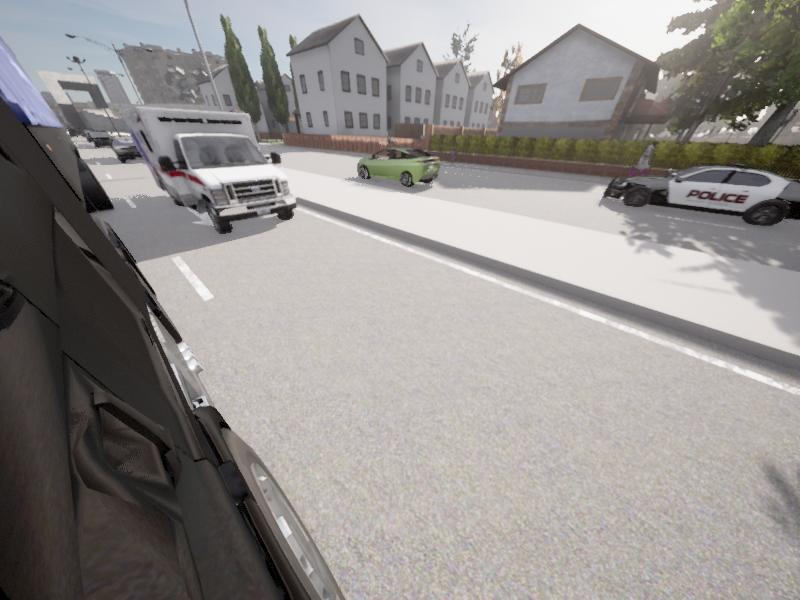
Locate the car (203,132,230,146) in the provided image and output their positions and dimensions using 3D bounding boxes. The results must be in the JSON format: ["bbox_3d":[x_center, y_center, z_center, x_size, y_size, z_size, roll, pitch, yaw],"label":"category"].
[{"bbox_3d":[-26.350,-23.077,33.158,3.633,1.501,1.845,30,45,33],"label":"car"}]

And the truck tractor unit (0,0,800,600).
[{"bbox_3d":[-2.645,-0.295,0.351,6.516,4.208,3.053,28,44,30],"label":"truck tractor unit"}]

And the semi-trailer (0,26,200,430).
[{"bbox_3d":[-8.646,-3.553,4.403,14.254,4.402,2.717,28,44,32],"label":"semi-trailer"}]

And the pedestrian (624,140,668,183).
[{"bbox_3d":[13.126,-7.415,12.397,0.751,1.860,0.751,19,39,23],"label":"pedestrian"}]

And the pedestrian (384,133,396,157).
[{"bbox_3d":[-0.938,-14.630,21.841,0.751,1.860,0.751,28,43,31],"label":"pedestrian"}]

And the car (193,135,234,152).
[{"bbox_3d":[-21.233,-17.848,26.245,5.357,1.411,2.033,28,44,32],"label":"car"}]

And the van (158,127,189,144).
[{"bbox_3d":[-34.420,-25.018,35.113,4.480,2.038,2.069,29,44,31],"label":"van"}]

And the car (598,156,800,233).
[{"bbox_3d":[10.438,-3.923,8.061,4.974,1.542,2.038,28,43,32],"label":"car"}]

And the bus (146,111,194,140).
[{"bbox_3d":[-45.783,-34.564,45.979,10.273,4.253,3.944,29,44,32],"label":"bus"}]

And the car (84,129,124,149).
[{"bbox_3d":[-33.061,-17.948,25.743,5.238,1.638,1.930,28,43,32],"label":"car"}]

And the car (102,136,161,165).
[{"bbox_3d":[-19.477,-10.890,16.710,5.357,1.411,2.033,29,44,33],"label":"car"}]

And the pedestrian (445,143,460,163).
[{"bbox_3d":[4.276,-11.938,18.793,0.751,1.300,0.751,26,43,30],"label":"pedestrian"}]

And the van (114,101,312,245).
[{"bbox_3d":[-5.621,-3.988,6.810,6.366,2.431,2.351,29,44,32],"label":"van"}]

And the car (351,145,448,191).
[{"bbox_3d":[-0.171,-6.824,11.687,4.514,1.525,2.007,27,43,31],"label":"car"}]

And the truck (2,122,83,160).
[{"bbox_3d":[-27.604,-12.526,18.071,6.274,2.098,2.390,28,43,31],"label":"truck"}]

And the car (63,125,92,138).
[{"bbox_3d":[-62.298,-32.597,44.682,3.866,1.878,1.905,19,40,23],"label":"car"}]

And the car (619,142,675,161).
[{"bbox_3d":[26.623,-16.190,25.035,3.806,1.475,1.970,28,44,32],"label":"car"}]
